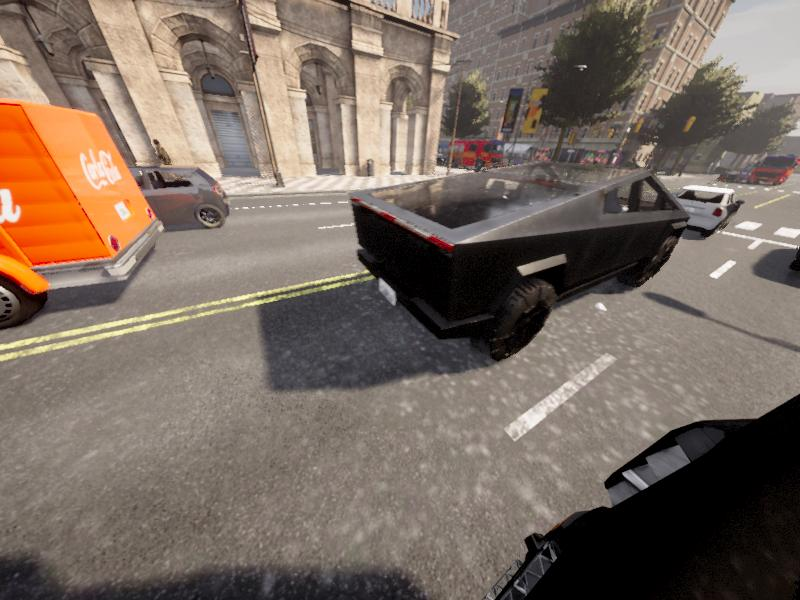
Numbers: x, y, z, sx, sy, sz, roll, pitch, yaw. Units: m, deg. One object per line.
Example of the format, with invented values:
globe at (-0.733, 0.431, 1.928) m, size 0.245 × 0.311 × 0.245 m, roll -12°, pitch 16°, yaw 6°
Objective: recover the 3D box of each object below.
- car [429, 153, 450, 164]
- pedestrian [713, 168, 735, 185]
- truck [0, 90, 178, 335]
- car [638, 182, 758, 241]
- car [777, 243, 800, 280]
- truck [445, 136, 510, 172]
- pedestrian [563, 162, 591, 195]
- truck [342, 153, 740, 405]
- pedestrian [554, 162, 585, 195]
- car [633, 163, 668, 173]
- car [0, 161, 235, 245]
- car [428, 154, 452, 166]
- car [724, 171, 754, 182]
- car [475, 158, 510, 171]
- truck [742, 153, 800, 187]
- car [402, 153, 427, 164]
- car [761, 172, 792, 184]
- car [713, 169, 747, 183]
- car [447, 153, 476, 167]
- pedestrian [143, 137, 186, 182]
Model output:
car at (7.445, -26.916, 43.912) m, size 1.970 × 1.475 × 3.806 m, roll -16°, pitch 38°, yaw -26°
pedestrian at (40.758, -15.543, 29.075) m, size 0.751 × 1.860 × 0.751 m, roll -15°, pitch 38°, yaw -26°
truck at (-6.695, -0.943, 2.618) m, size 5.204 × 2.467 × 2.627 m, roll -16°, pitch 38°, yaw -26°
car at (11.676, -3.623, 9.075) m, size 3.806 × 1.475 × 1.970 m, roll -18°, pitch 39°, yaw -29°
car at (12.037, -1.436, 5.663) m, size 4.856 × 1.649 × 2.033 m, roll -16°, pitch 38°, yaw -26°
truck at (10.587, -20.953, 33.033) m, size 2.891 × 3.827 × 8.468 m, roll -16°, pitch 38°, yaw -26°
pedestrian at (11.872, -8.159, 15.551) m, size 0.751 × 1.860 × 0.751 m, roll -26°, pitch 43°, yaw -37°
truck at (2.523, -1.153, 4.027) m, size 6.274 × 2.098 × 2.390 m, roll -16°, pitch 38°, yaw -26°
pedestrian at (11.225, -8.059, 15.346) m, size 0.751 × 1.860 × 0.751 m, roll -17°, pitch 38°, yaw -27°
car at (58.468, -30.833, 53.969) m, size 2.038 × 1.542 × 4.974 m, roll -15°, pitch 38°, yaw -25°
car at (-6.821, -2.753, 6.194) m, size 3.633 × 1.501 × 1.845 m, roll -16°, pitch 38°, yaw -26°
car at (6.704, -23.787, 39.125) m, size 1.970 × 1.475 × 3.806 m, roll -16°, pitch 38°, yaw -26°
car at (57.612, -21.087, 39.255) m, size 4.674 × 1.442 × 1.812 m, roll -16°, pitch 38°, yaw -26°
car at (13.859, -20.456, 34.845) m, size 1.895 × 1.301 × 4.718 m, roll -16°, pitch 38°, yaw -26°
truck at (54.780, -19.019, 33.741) m, size 8.468 × 3.827 × 2.891 m, roll -16°, pitch 38°, yaw -26°
car at (2.397, -24.411, 39.869) m, size 1.895 × 1.301 × 4.718 m, roll -16°, pitch 38°, yaw -26°
car at (62.392, -20.268, 38.290) m, size 5.366 × 1.575 × 1.801 m, roll -16°, pitch 38°, yaw -26°
car at (51.806, -19.512, 36.220) m, size 5.238 × 1.638 × 1.930 m, roll -16°, pitch 38°, yaw -27°
car at (10.413, -24.102, 39.617) m, size 2.097 × 1.767 × 4.553 m, roll -16°, pitch 38°, yaw -26°
pedestrian at (-11.825, -7.057, 11.664) m, size 0.751 × 1.860 × 0.751 m, roll -13°, pitch 37°, yaw -23°
